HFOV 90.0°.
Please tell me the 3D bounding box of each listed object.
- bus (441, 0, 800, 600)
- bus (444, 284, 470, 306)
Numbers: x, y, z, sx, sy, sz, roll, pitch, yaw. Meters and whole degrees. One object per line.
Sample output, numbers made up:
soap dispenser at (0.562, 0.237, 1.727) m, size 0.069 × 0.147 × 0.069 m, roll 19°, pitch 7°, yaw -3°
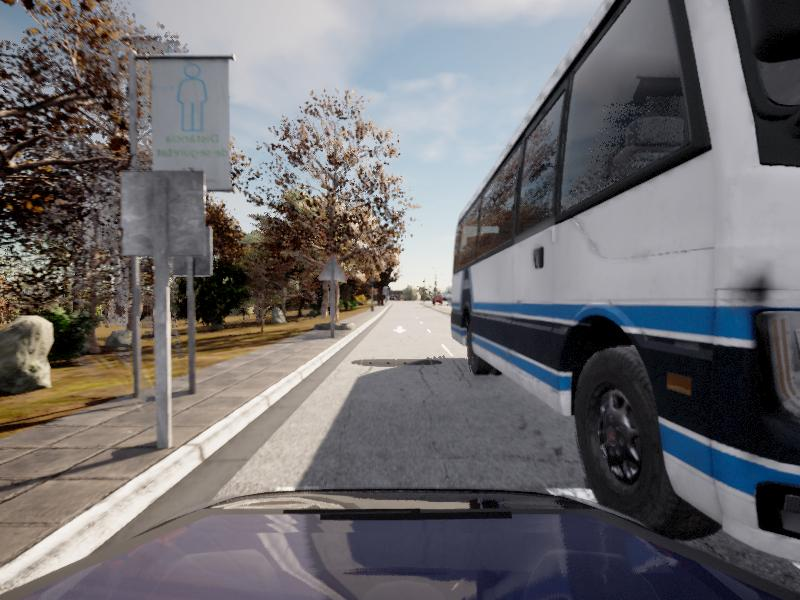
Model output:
bus at (3.140, -0.528, 6.283) m, size 3.944 × 4.253 × 10.273 m, roll 0°, pitch 0°, yaw 0°
bus at (11.705, -1.069, 83.471) m, size 3.944 × 4.253 × 10.273 m, roll 0°, pitch 0°, yaw 0°
